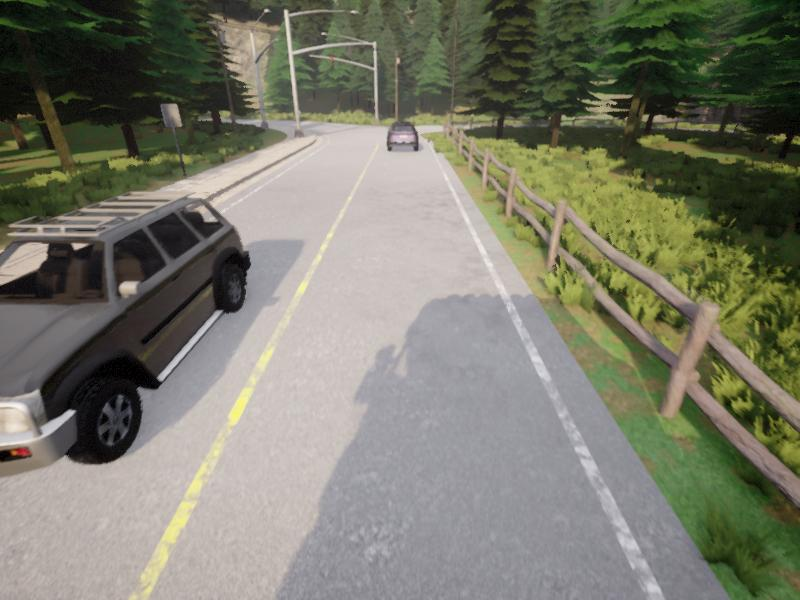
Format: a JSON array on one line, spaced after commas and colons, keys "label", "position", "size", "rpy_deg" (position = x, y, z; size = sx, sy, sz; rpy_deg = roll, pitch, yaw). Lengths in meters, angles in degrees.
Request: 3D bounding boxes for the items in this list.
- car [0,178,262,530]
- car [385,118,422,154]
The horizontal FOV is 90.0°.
[{"label": "car", "position": [-3.485, -0.084, 4.757], "size": [1.932, 1.855, 4.605], "rpy_deg": [0, 27, 1]}, {"label": "car", "position": [0.136, -10.340, 24.998], "size": [2.033, 1.649, 4.856], "rpy_deg": [-1, 27, -1]}]
